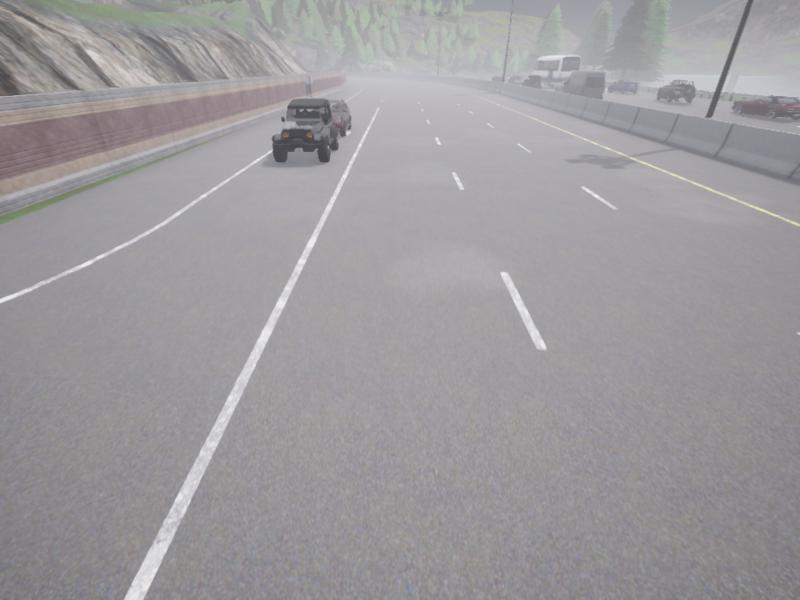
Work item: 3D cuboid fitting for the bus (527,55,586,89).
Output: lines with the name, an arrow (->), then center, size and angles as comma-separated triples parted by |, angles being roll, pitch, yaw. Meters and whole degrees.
bus -> 23.779, -35.224, 61.809 | 3.944, 4.253, 10.273 | -3, 31, -5

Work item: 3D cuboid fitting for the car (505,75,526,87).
car -> 19.668, -37.359, 68.141 | 1.851, 1.617, 3.988 | -4, 31, -7

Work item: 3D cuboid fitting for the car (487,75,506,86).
car -> 16.257, -36.891, 67.303 | 1.789, 1.549, 3.705 | -4, 31, -7

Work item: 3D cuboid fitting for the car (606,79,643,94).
car -> 27.999, -26.765, 50.148 | 2.007, 1.525, 4.514 | 0, 30, 0

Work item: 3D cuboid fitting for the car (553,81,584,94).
car -> 20.998, -26.612, 50.054 | 1.895, 1.301, 4.718 | 0, 30, 0

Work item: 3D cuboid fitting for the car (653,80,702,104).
car -> 25.730, -19.475, 37.310 | 1.932, 1.855, 4.605 | 6, 29, 10

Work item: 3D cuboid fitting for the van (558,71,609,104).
van -> 17.508, -20.600, 38.585 | 1.988, 2.561, 5.915 | 0, 31, 0

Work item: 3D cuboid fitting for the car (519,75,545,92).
car -> 17.431, -28.774, 53.163 | 1.905, 1.878, 3.866 | -1, 30, -2

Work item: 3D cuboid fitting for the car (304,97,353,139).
car -> -3.496, -9.278, 20.245 | 1.789, 1.549, 3.705 | 0, 30, 0

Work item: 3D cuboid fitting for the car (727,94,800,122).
car -> 24.506, -12.782, 26.495 | 1.895, 1.301, 4.718 | 0, 30, 0

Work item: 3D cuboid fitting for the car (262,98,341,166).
car -> -3.497, -6.439, 15.074 | 1.905, 1.878, 3.866 | 0, 30, 0
